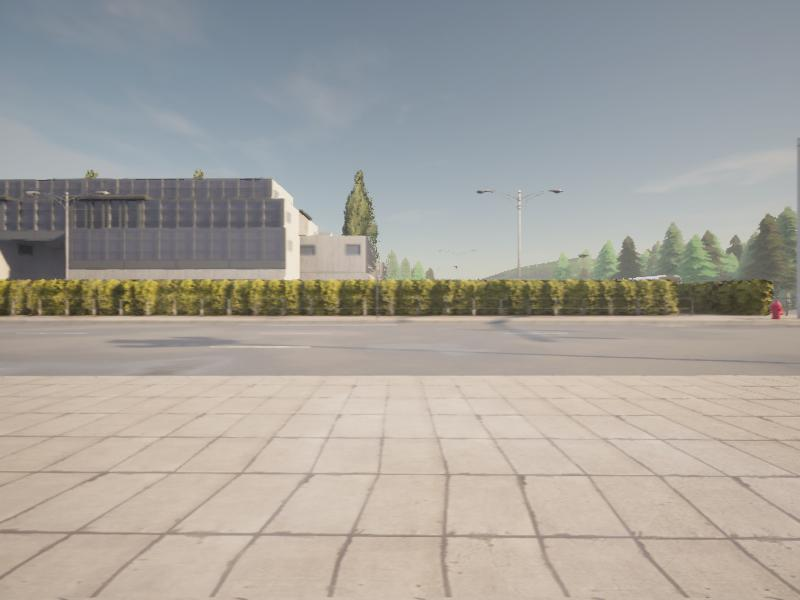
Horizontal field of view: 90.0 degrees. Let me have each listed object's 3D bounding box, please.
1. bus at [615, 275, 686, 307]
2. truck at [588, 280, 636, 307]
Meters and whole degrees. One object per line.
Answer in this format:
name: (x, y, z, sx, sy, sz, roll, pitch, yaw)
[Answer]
bus: (35.545, -1.148, 57.540, 3.944, 4.253, 10.273, 0, 0, 1)
truck: (32.228, -0.936, 61.220, 2.891, 3.827, 8.468, 0, 0, 1)
